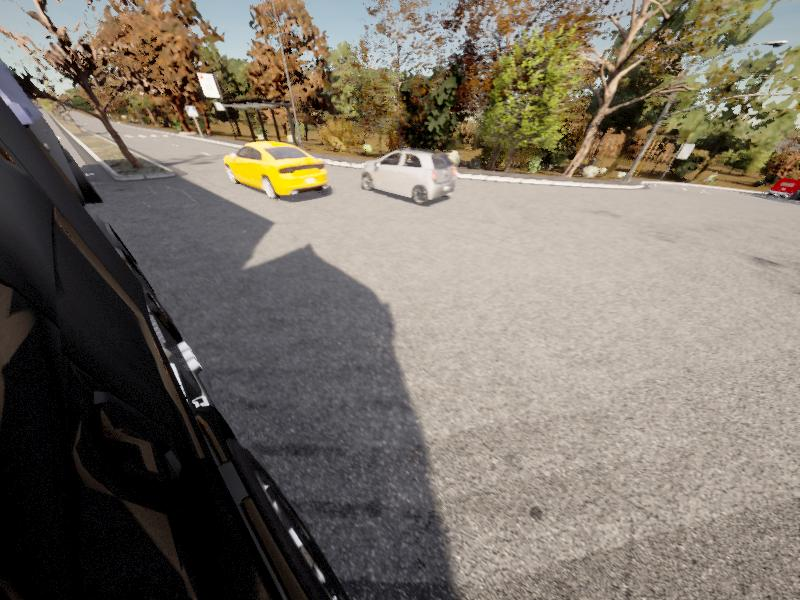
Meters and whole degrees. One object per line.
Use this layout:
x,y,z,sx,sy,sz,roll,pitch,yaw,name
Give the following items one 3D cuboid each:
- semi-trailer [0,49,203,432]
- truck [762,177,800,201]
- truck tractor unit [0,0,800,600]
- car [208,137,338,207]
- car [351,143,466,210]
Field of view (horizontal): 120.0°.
-8.716,-3.596,4.206,14.254,4.402,2.717,28,45,30,semi-trailer
57.986,-16.259,34.064,5.204,2.467,2.627,-3,37,-15,truck
-2.645,-0.295,0.352,6.516,4.208,3.053,28,44,30,truck tractor unit
-4.762,-4.962,8.558,5.008,1.535,1.882,28,44,30,car
0.181,-4.692,8.491,3.633,1.501,1.845,29,44,29,car
